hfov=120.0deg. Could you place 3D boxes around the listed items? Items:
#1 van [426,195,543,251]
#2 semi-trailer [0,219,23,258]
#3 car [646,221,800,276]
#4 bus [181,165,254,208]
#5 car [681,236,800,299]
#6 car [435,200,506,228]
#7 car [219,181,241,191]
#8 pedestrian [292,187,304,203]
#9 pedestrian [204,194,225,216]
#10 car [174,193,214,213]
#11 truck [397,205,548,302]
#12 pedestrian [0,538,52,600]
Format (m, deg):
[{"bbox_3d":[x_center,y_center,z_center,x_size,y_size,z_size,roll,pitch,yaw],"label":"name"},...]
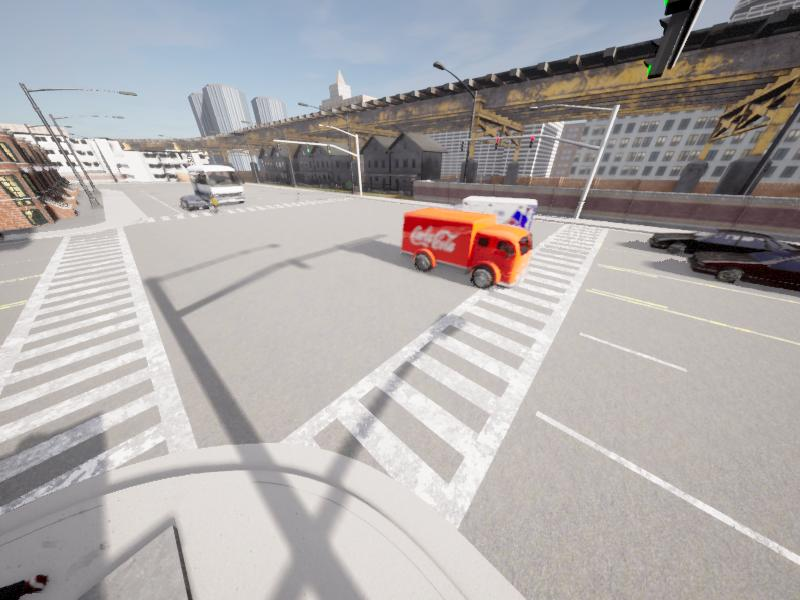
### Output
[{"bbox_3d":[5.148,-5.139,14.775,6.366,2.431,2.351,15,33,23],"label":"van"},{"bbox_3d":[-25.687,-1.841,7.067,2.717,4.402,14.254,20,36,30],"label":"semi-trailer"},{"bbox_3d":[16.520,-2.786,11.735,5.357,1.411,2.033,24,38,35],"label":"car"},{"bbox_3d":[-23.499,-14.759,29.623,10.273,4.253,3.944,23,37,35],"label":"bus"},{"bbox_3d":[15.114,-1.070,8.762,5.357,1.411,2.033,24,38,35],"label":"car"},{"bbox_3d":[5.890,-7.477,19.860,5.357,1.411,2.033,24,38,35],"label":"car"},{"bbox_3d":[-34.257,-22.967,46.441,5.238,1.638,1.930,24,38,35],"label":"car"},{"bbox_3d":[-13.376,-13.763,30.232,0.751,1.860,0.751,20,35,30],"label":"pedestrian"},{"bbox_3d":[-17.809,-9.143,22.231,0.751,1.860,0.751,5,30,8],"label":"pedestrian"},{"bbox_3d":[-23.156,-10.958,25.889,5.357,1.411,2.033,24,38,35],"label":"car"},{"bbox_3d":[2.704,-2.345,9.894,5.204,2.467,2.627,24,38,35],"label":"truck"},{"bbox_3d":[-4.017,2.489,1.779,0.751,1.860,0.751,22,37,34],"label":"pedestrian"}]
